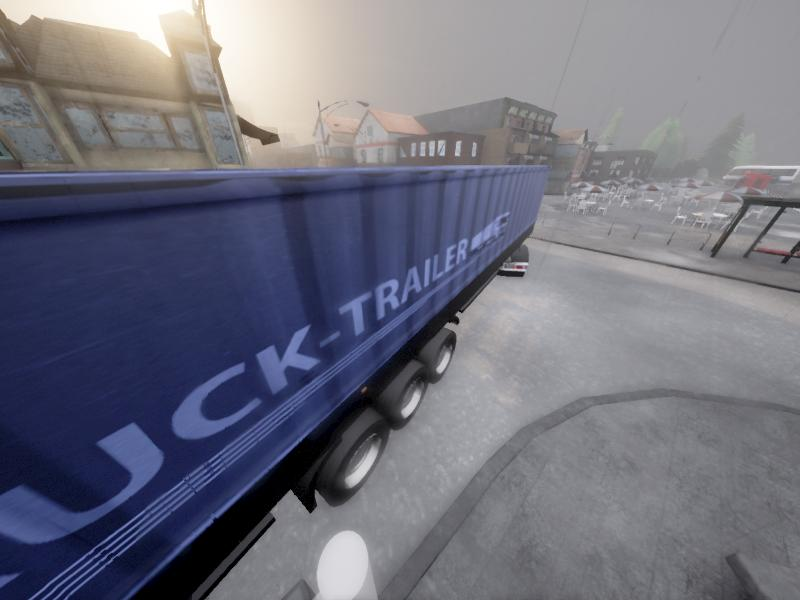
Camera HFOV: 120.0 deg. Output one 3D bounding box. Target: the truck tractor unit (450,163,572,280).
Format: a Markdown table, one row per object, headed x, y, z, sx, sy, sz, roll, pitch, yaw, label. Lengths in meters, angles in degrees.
| x | y | z | sx | sy | sz | roll | pitch | yaw | label |
| --- | --- | --- | --- | --- | --- | --- | --- | --- | --- |
| 4.520 | -4.373 | 11.586 | 3.053 | 4.208 | 6.516 | 4 | 30 | 6 | truck tractor unit |

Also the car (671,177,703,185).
| x | y | z | sx | sy | sz | roll | pitch | yaw | label |
| --- | --- | --- | --- | --- | --- | --- | --- | --- | --- |
| 74.718 | -30.983 | 60.230 | 2.033 | 1.649 | 4.856 | -23 | 37 | -34 | car |

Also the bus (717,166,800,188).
| x | y | z | sx | sy | sz | roll | pitch | yaw | label |
| --- | --- | --- | --- | --- | --- | --- | --- | --- | --- |
| 84.515 | -29.299 | 54.699 | 3.944 | 4.253 | 10.273 | -23 | 37 | -34 | bus |

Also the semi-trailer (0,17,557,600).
| x | y | z | sx | sy | sz | roll | pitch | yaw | label |
| --- | --- | --- | --- | --- | --- | --- | --- | --- | --- |
| 0.738 | -1.098 | 5.693 | 2.717 | 4.402 | 14.254 | 20 | 35 | 31 | semi-trailer |
